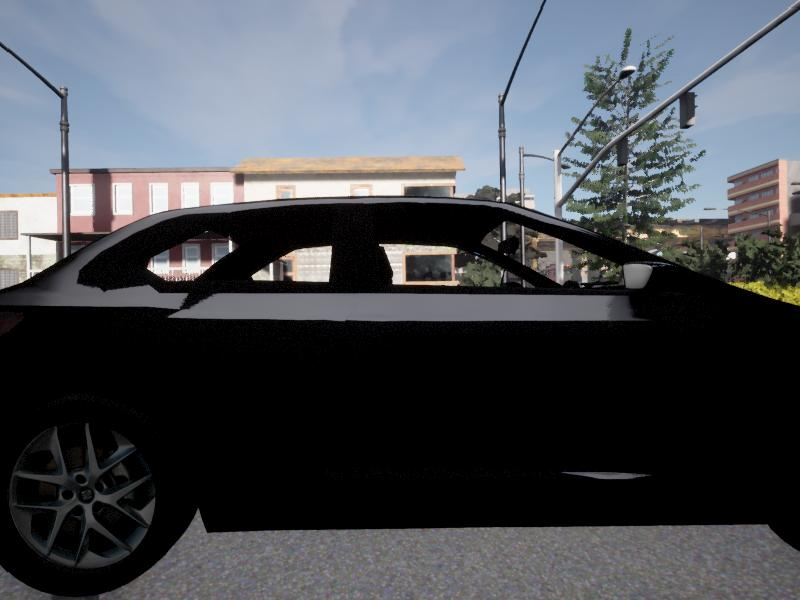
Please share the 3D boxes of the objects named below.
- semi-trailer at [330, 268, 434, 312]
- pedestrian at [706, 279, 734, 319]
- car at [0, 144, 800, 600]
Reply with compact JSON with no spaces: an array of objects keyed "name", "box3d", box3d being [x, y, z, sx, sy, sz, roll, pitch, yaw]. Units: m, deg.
[{"name":"semi-trailer","box3d":[-2.586,-0.974,46.168,14.254,4.402,2.717,-1,0,44]},{"name":"pedestrian","box3d":[15.150,-0.050,18.951,0.751,1.860,0.751,-1,0,-20]},{"name":"car","box3d":[0.342,0.254,2.184,4.193,1.474,1.816,0,0,-1]}]
